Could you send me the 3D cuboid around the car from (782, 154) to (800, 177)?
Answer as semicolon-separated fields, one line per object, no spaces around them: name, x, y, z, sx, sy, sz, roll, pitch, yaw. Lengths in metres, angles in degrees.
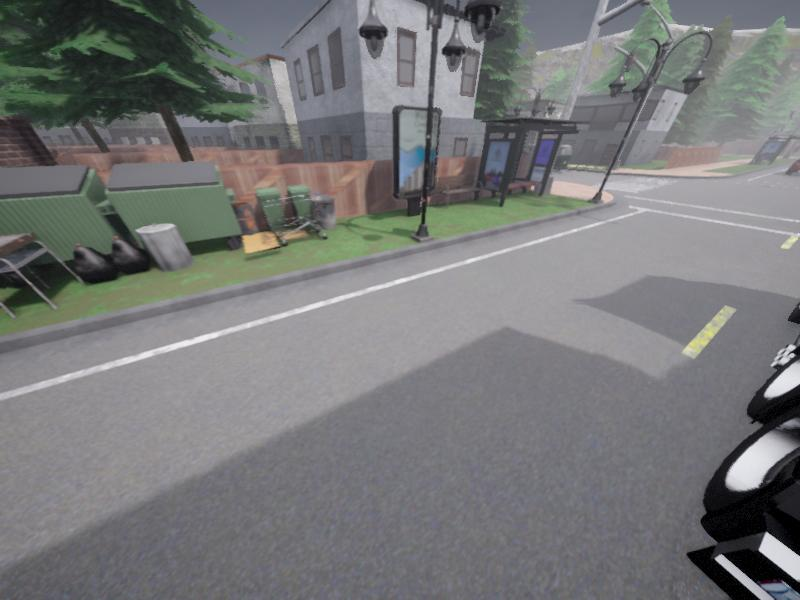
car;34.408;-11.362;18.822;5.566;2.045;2.150;-18;39;-25

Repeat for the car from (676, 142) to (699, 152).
car;70.280;-37.438;56.476;4.605;1.855;1.932;-19;39;-26

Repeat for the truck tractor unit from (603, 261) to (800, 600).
truck tractor unit;5.104;-0.308;0.788;6.516;4.208;3.053;-19;39;-24

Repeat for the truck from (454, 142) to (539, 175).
truck;8.070;-12.543;20.224;2.390;2.098;6.274;-25;42;-31
